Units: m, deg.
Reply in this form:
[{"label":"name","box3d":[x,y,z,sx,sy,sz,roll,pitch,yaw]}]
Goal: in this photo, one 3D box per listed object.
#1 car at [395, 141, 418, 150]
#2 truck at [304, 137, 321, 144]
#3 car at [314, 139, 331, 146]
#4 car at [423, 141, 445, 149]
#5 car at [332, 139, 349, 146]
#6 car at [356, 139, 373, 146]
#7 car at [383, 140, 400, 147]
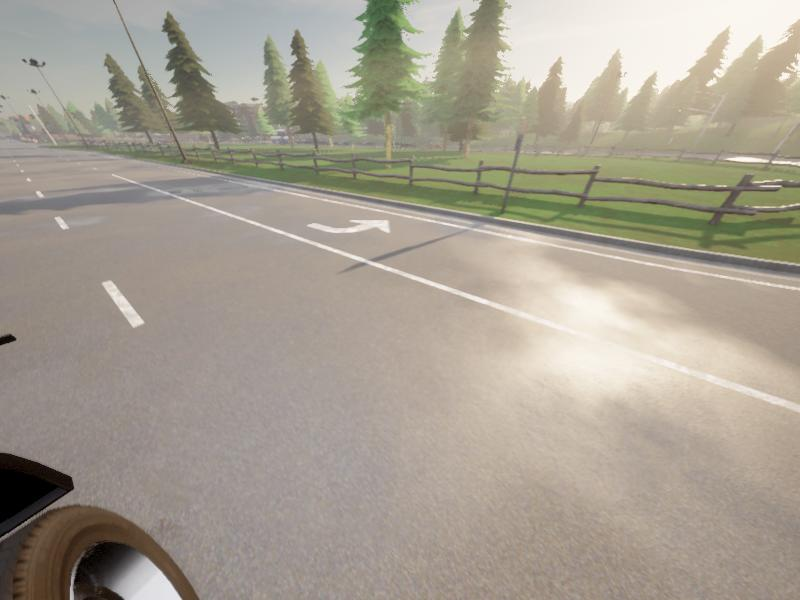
[{"label":"car","box3d":[1.485,-37.314,55.616,5.027,1.651,2.152,22,41,28]},{"label":"truck","box3d":[-32.392,-58.928,85.344,6.274,2.098,2.390,22,41,28]},{"label":"car","box3d":[-23.456,-47.664,69.849,4.856,1.649,2.033,22,41,28]},{"label":"car","box3d":[8.567,-39.405,58.511,5.366,1.575,1.801,22,41,28]},{"label":"car","box3d":[-18.020,-47.878,70.248,4.974,1.542,2.038,22,41,28]},{"label":"car","box3d":[-11.298,-50.054,73.393,4.974,1.542,2.038,22,41,28]},{"label":"car","box3d":[-2.551,-46.439,68.390,5.008,1.535,1.882,22,41,28]}]
